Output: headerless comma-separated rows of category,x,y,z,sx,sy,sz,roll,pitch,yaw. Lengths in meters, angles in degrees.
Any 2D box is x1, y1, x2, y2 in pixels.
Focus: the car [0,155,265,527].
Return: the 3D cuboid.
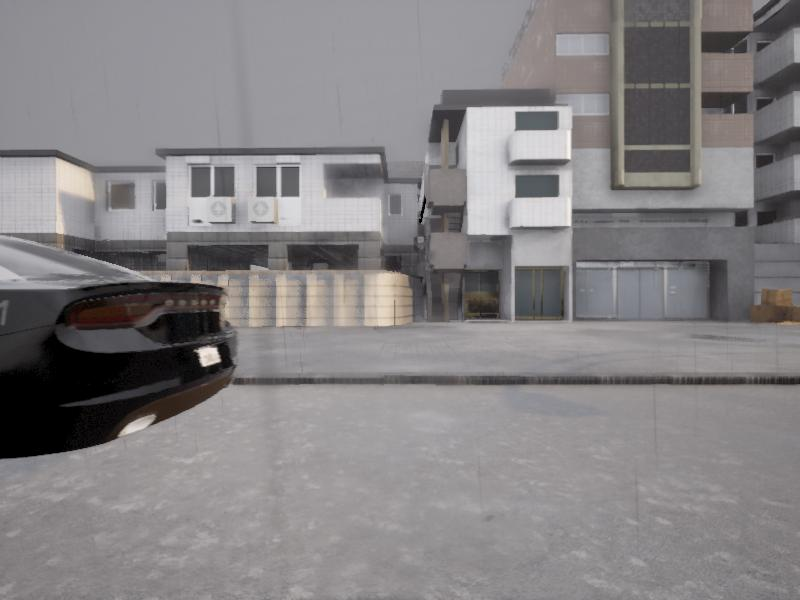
car,-3.880,0.185,2.759,5.238,1.638,1.930,0,0,1
